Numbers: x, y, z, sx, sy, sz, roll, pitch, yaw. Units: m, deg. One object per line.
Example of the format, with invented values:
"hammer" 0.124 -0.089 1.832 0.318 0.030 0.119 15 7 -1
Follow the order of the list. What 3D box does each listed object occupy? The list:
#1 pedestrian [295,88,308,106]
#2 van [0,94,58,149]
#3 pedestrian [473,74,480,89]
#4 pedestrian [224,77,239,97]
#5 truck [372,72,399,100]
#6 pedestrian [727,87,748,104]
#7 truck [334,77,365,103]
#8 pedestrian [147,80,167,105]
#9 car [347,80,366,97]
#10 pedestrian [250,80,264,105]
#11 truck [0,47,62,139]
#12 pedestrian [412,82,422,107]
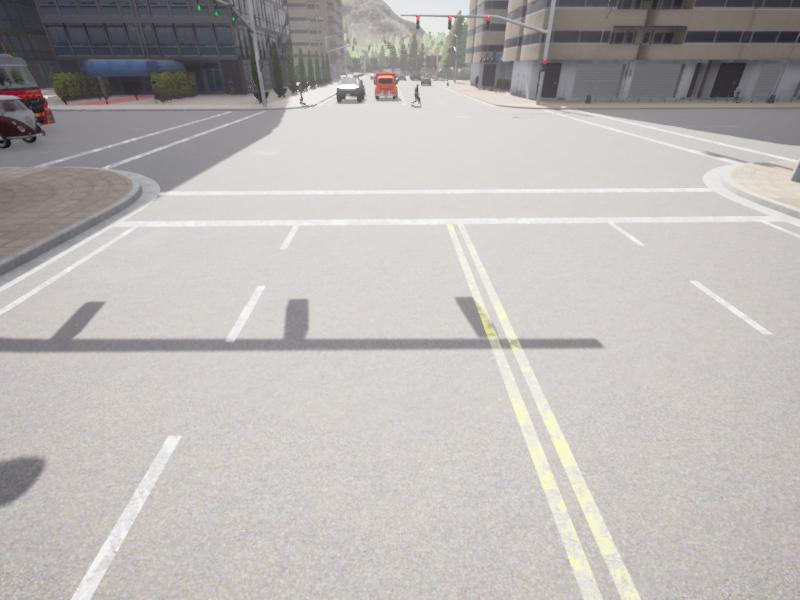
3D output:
"pedestrian" -8.241 -16.995 33.472 0.751 1.300 0.751 -2 30 -4
"van" -18.068 -7.700 17.227 4.442 1.987 1.775 -1 30 -2
"pedestrian" 11.052 -31.518 57.783 0.751 1.860 0.751 1 30 1
"pedestrian" -18.152 -22.973 43.131 0.751 1.860 0.751 15 34 24
"truck" -1.522 -22.951 42.860 2.627 2.467 5.204 -1 30 -1
"pedestrian" 29.613 -17.935 35.086 0.751 1.300 0.751 -1 30 -1
"truck" -4.962 -21.265 40.341 2.390 2.098 6.274 -1 30 -1
"pedestrian" -20.504 -17.489 33.762 0.751 1.860 0.751 -2 30 -3
"car" -5.099 -24.991 47.235 1.801 1.575 5.366 -1 30 -1
"pedestrian" -12.087 -17.580 33.918 0.751 1.860 0.751 -6 31 -10
"truck" -22.768 -10.174 19.640 8.468 3.827 2.891 -1 30 -2
"pedestrian" 1.462 -17.435 33.974 0.751 1.860 0.751 0 30 0
